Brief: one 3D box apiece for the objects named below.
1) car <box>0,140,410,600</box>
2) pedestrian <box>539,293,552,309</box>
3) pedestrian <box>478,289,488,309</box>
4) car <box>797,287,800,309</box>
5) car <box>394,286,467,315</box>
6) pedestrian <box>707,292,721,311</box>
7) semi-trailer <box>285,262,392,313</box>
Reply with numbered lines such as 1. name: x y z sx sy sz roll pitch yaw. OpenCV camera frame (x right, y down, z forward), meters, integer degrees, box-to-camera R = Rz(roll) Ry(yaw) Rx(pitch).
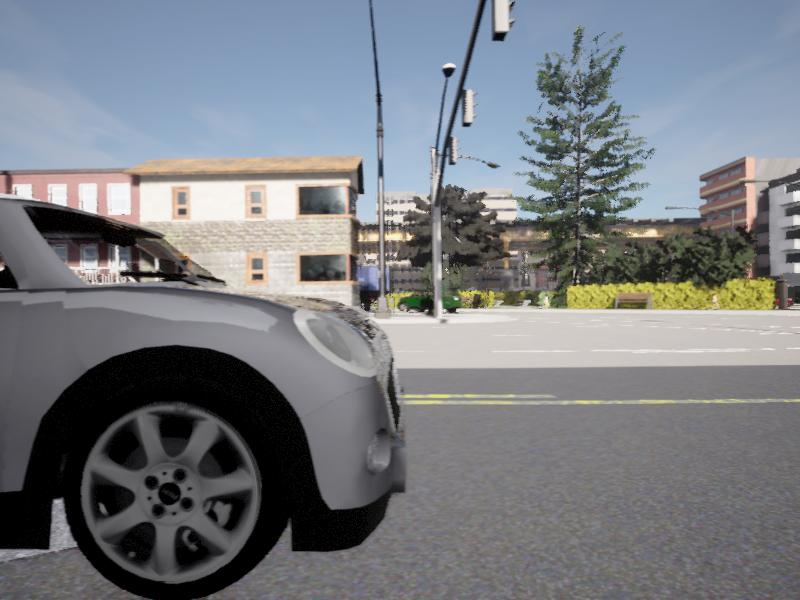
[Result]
1. car: -1.871 0.250 2.207 3.806 1.475 1.970 0 0 0
2. pedestrian: 12.103 0.105 33.194 0.751 1.300 0.751 -1 0 43
3. pedestrian: 7.917 -0.108 38.083 0.751 1.860 0.751 -1 0 33
4. car: 29.806 -0.162 26.437 2.152 1.651 5.027 -1 0 1
5. car: 2.288 0.055 31.453 2.150 2.045 5.566 -1 0 -45
6. pedestrian: 19.358 0.087 24.641 0.500 1.100 0.500 -1 0 -30
7. semi-trailer: -6.741 -0.989 40.467 14.254 4.402 2.717 -1 0 45
